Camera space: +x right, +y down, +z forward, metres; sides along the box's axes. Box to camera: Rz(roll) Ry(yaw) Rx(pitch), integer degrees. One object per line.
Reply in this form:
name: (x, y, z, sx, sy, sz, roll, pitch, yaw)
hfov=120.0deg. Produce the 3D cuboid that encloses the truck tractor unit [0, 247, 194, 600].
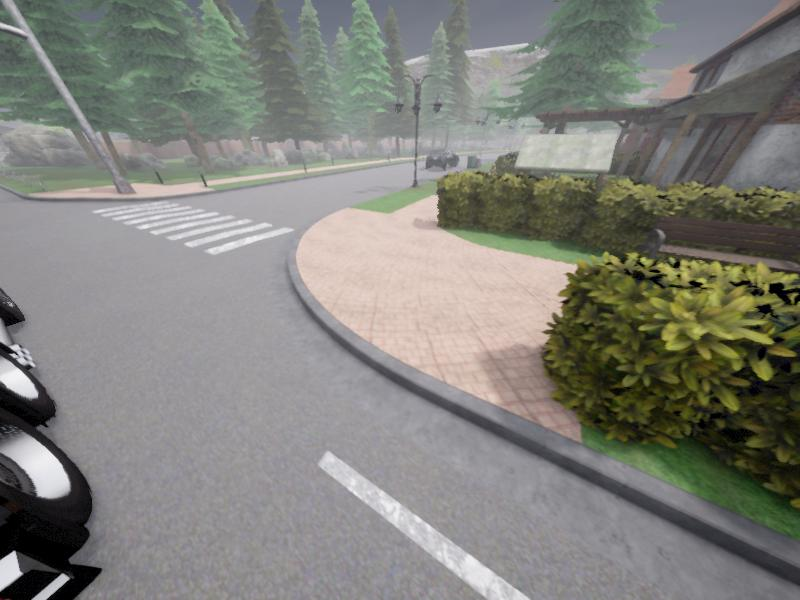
truck tractor unit: (-5.087, -0.320, 0.831, 6.516, 4.208, 3.053, 19, 39, 26)

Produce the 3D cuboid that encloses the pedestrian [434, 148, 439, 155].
pedestrian: (6.075, -24.889, 38.707, 0.500, 1.100, 0.500, 20, 40, 26)

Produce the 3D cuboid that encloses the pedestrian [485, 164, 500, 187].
pedestrian: (5.198, -7.013, 13.025, 0.500, 1.100, 0.500, 16, 38, 22)

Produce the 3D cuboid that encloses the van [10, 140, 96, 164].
van: (-47.949, -20.708, 32.216, 1.988, 2.561, 5.915, 17, 39, 24)

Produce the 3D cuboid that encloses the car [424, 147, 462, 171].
car: (4.352, -14.214, 23.084, 2.097, 1.767, 4.553, 18, 39, 24)
